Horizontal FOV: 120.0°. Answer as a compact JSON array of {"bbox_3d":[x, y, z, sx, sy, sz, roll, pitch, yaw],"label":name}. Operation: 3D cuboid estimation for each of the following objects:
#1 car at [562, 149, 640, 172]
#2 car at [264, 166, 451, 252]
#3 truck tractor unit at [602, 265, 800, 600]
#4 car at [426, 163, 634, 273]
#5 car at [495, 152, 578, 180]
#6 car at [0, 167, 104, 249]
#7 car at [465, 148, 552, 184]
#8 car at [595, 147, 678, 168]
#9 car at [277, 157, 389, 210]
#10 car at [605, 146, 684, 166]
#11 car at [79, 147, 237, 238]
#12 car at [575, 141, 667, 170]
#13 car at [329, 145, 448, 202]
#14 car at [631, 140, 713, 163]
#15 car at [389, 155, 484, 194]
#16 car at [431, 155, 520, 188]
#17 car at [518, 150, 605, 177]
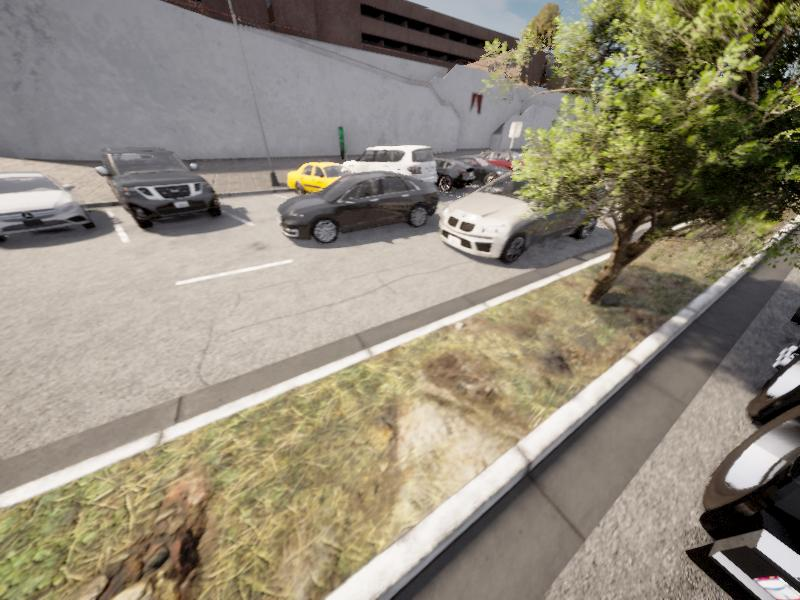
[{"bbox_3d":[17.579,-12.410,20.397,4.792,1.488,2.163,25,42,33],"label":"car"},{"bbox_3d":[-1.064,-2.951,6.934,4.892,1.490,1.837,-18,39,-24],"label":"car"},{"bbox_3d":[5.108,-0.304,0.777,6.516,4.208,3.053,-18,39,-24],"label":"truck tractor unit"},{"bbox_3d":[3.268,-2.451,6.085,4.611,1.667,2.242,-18,39,-24],"label":"car"},{"bbox_3d":[9.734,-9.816,16.785,4.674,1.452,2.002,25,42,33],"label":"car"},{"bbox_3d":[-11.131,-3.028,6.997,4.674,1.452,2.002,25,41,32],"label":"car"},{"bbox_3d":[7.104,-9.103,15.494,4.553,1.767,2.185,25,42,33],"label":"car"},{"bbox_3d":[22.910,-14.107,22.717,5.366,1.575,1.946,25,42,33],"label":"car"},{"bbox_3d":[-3.164,-5.511,10.564,5.366,1.575,1.946,25,41,32],"label":"car"},{"bbox_3d":[25.227,-15.097,24.127,5.366,1.575,1.946,25,42,33],"label":"car"},{"bbox_3d":[-8.494,-4.091,8.053,5.566,2.045,2.435,25,41,32],"label":"car"},{"bbox_3d":[20.183,-13.507,21.452,5.566,2.045,2.435,25,42,33],"label":"car"},{"bbox_3d":[-0.720,-6.638,11.760,5.566,2.045,2.435,25,42,32],"label":"car"},{"bbox_3d":[30.554,-16.960,26.331,5.566,2.045,2.435,25,42,33],"label":"car"},{"bbox_3d":[1.885,-7.257,13.139,4.792,1.488,2.163,25,42,32],"label":"car"},{"bbox_3d":[4.524,-8.095,14.359,4.674,1.452,2.002,25,42,32],"label":"car"},{"bbox_3d":[12.344,-10.708,17.967,5.008,1.535,2.097,25,42,33],"label":"car"}]
